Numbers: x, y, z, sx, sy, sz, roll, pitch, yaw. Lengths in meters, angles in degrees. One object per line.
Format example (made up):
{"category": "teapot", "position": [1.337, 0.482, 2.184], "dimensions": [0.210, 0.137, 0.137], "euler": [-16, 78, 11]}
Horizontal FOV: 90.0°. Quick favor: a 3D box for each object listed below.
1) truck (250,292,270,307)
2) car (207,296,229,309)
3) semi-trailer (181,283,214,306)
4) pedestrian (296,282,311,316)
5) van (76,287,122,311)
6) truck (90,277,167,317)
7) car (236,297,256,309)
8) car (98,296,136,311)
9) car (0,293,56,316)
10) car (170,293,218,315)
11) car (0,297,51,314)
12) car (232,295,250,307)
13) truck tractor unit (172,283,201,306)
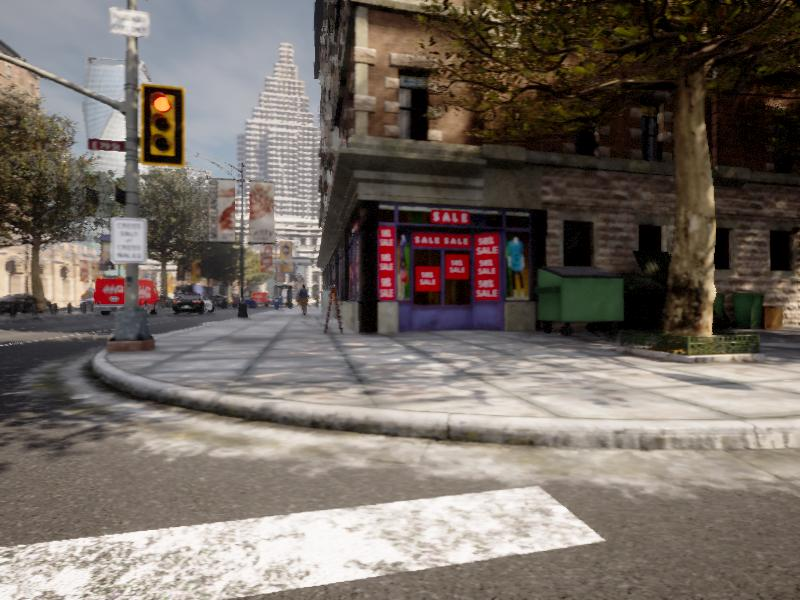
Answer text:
{"category": "truck", "position": [-24.412, -0.085, 70.043], "dimensions": [2.627, 2.467, 5.204], "euler": [0, 0, -12]}
{"category": "car", "position": [-24.294, 0.319, 53.559], "dimensions": [1.851, 1.617, 3.988], "euler": [0, 0, -13]}
{"category": "semi-trailer", "position": [-42.202, -1.008, 84.027], "dimensions": [2.717, 4.402, 14.254], "euler": [0, 0, -12]}
{"category": "pedestrian", "position": [-5.441, -0.063, 22.644], "dimensions": [0.751, 1.860, 0.751], "euler": [0, 0, -10]}
{"category": "van", "position": [-34.385, -0.151, 45.973], "dimensions": [1.988, 2.561, 5.915], "euler": [0, 0, -13]}
{"category": "truck", "position": [-18.494, -0.172, 27.649], "dimensions": [2.627, 2.467, 5.204], "euler": [0, 0, -13]}
{"category": "car", "position": [-20.951, 0.352, 54.639], "dimensions": [1.882, 1.535, 5.008], "euler": [0, 0, -13]}
{"category": "car", "position": [-30.021, 0.369, 42.536], "dimensions": [1.970, 1.475, 3.806], "euler": [0, 0, -13]}
{"category": "car", "position": [-26.820, 0.330, 28.216], "dimensions": [1.837, 1.490, 4.892], "euler": [0, 0, -13]}
{"category": "car", "position": [-15.538, 0.304, 30.467], "dimensions": [2.038, 1.542, 4.974], "euler": [0, 0, -13]}
{"category": "car", "position": [-31.522, 0.444, 33.198], "dimensions": [1.895, 1.301, 4.718], "euler": [0, 0, -13]}
{"category": "car", "position": [-28.300, 0.138, 71.415], "dimensions": [2.150, 2.045, 5.566], "euler": [0, 0, -12]}
{"category": "truck tractor unit", "position": [-40.572, -0.928, 76.286], "dimensions": [3.053, 4.208, 6.516], "euler": [0, 0, -10]}
